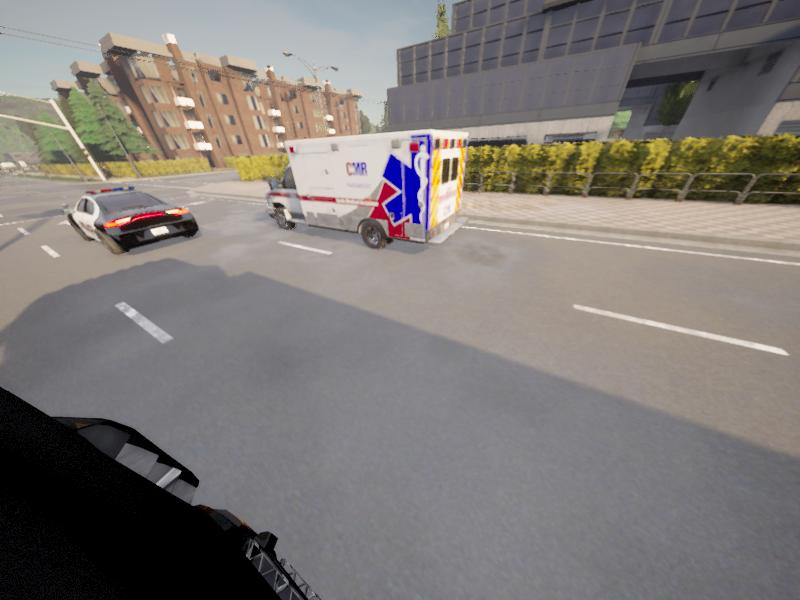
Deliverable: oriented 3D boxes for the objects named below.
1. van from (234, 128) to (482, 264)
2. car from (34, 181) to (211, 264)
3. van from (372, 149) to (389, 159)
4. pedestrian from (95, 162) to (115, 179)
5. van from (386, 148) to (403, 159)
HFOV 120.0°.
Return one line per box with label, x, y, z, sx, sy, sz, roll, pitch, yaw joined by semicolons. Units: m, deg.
van;-1.347;-3.182;6.690;6.366;2.431;2.351;16;38;26
car;-8.710;-2.691;7.283;4.974;1.542;2.038;16;38;25
van;-4.891;-36.825;58.240;2.069;2.038;4.480;17;38;26
pedestrian;-40.441;-17.760;31.687;0.751;1.860;0.751;16;38;25
van;-1.199;-36.593;57.632;2.069;2.038;4.480;17;38;26
